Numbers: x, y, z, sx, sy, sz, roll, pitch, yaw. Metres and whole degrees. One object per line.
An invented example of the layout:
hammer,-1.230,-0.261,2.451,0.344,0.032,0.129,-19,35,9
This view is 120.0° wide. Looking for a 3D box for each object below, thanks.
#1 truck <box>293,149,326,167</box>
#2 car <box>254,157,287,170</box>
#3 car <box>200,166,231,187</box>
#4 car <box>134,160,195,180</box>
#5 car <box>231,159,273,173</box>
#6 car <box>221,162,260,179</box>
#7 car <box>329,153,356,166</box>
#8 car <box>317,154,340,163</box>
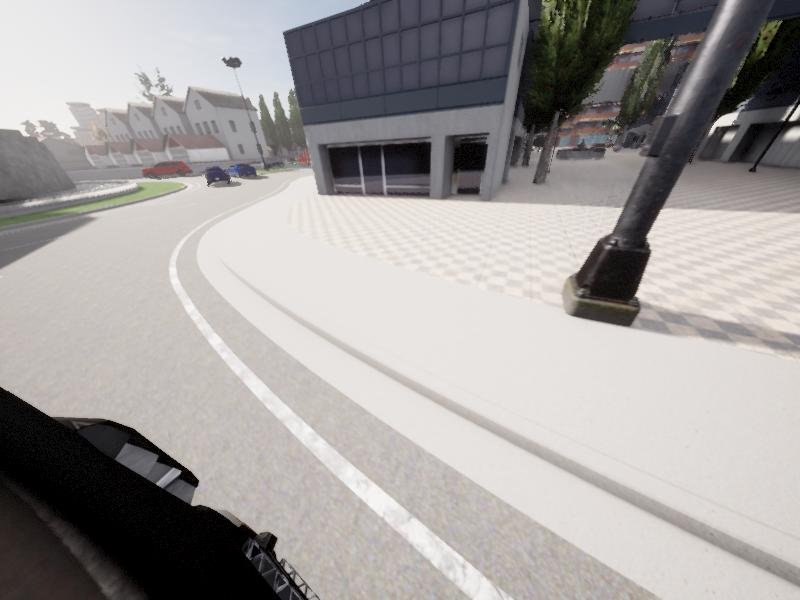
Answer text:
truck,-17.411,-27.677,44.991,2.627,2.467,5.204,13,39,23
car,-23.542,-24.974,42.217,2.033,1.649,4.856,16,38,26
car,-17.946,-12.184,22.566,1.812,1.442,4.674,-22,38,-27
car,-33.584,-18.800,33.285,5.566,2.045,2.150,-22,38,-26
car,-23.680,-21.561,37.146,2.038,1.542,4.974,21,41,32
car,-19.121,-15.488,27.579,5.008,1.535,1.882,23,41,33
car,-10.253,-25.344,41.678,2.242,1.667,4.611,11,36,21
car,-16.566,-32.868,53.605,1.930,1.638,5.238,12,36,22
